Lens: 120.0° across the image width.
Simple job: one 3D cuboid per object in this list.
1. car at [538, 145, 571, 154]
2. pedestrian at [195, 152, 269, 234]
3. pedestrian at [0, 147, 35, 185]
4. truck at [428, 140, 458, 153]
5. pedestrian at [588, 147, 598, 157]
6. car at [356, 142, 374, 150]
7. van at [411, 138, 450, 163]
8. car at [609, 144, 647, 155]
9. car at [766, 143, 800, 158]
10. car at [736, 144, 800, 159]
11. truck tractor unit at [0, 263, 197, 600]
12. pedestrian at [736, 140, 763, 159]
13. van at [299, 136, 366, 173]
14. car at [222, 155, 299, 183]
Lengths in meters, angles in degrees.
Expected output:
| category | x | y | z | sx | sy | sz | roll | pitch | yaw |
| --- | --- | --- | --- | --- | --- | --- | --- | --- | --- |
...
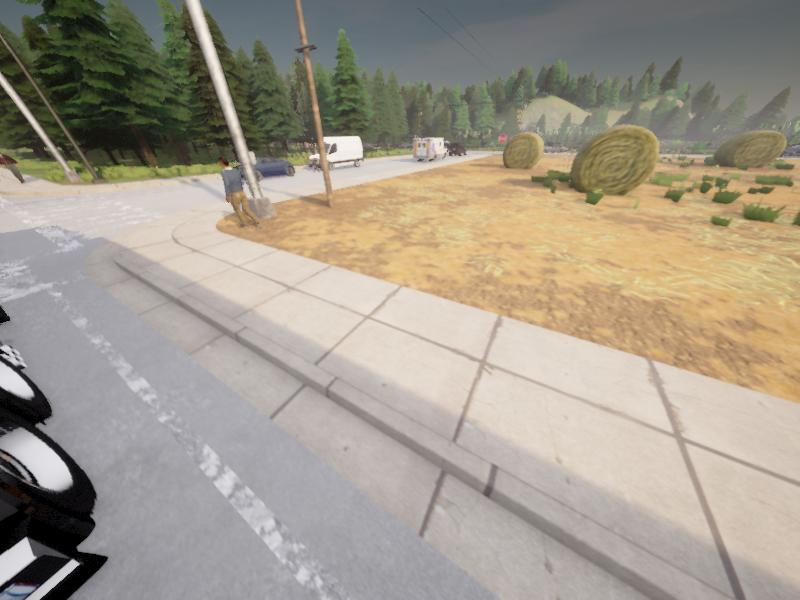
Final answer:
| category | x | y | z | sx | sy | sz | roll | pitch | yaw |
| --- | --- | --- | --- | --- | --- | --- | --- | --- | --- |
| car | 28.791 | -28.191 | 43.098 | 4.718 | 1.301 | 1.895 | 21 | 40 | 27 |
| pedestrian | -4.408 | -2.864 | 6.222 | 0.751 | 1.860 | 0.751 | 11 | 36 | 15 |
| pedestrian | -22.937 | -7.884 | 13.591 | 0.751 | 1.860 | 0.751 | 22 | 41 | 28 |
| truck | 9.001 | -32.730 | 49.104 | 2.390 | 2.098 | 6.274 | -25 | 42 | -31 |
| pedestrian | 25.916 | -19.809 | 30.958 | 0.500 | 1.100 | 0.500 | -20 | 40 | -26 |
| car | -9.683 | -42.710 | 64.000 | 4.856 | 1.649 | 2.033 | 20 | 40 | 26 |
| van | 4.049 | -19.276 | 29.579 | 2.351 | 2.431 | 6.366 | 19 | 39 | 25 |
| car | 37.542 | -24.938 | 38.191 | 4.193 | 1.474 | 1.816 | 21 | 40 | 27 |
| car | 52.414 | -19.354 | 29.904 | 4.856 | 1.649 | 2.033 | 21 | 40 | 27 |
| car | 47.045 | -18.928 | 29.474 | 4.193 | 1.474 | 1.816 | 21 | 40 | 27 |
| truck tractor unit | -5.110 | -0.303 | 0.780 | 6.516 | 4.208 | 3.053 | 18 | 39 | 24 |
| pedestrian | 41.100 | -17.738 | 27.170 | 0.751 | 1.860 | 0.751 | 15 | 38 | 21 |
| van | -5.948 | -13.686 | 21.532 | 1.988 | 2.561 | 5.915 | 19 | 40 | 25 |
| car | -9.800 | -9.529 | 16.625 | 1.994 | 1.385 | 4.181 | 19 | 39 | 25 |
